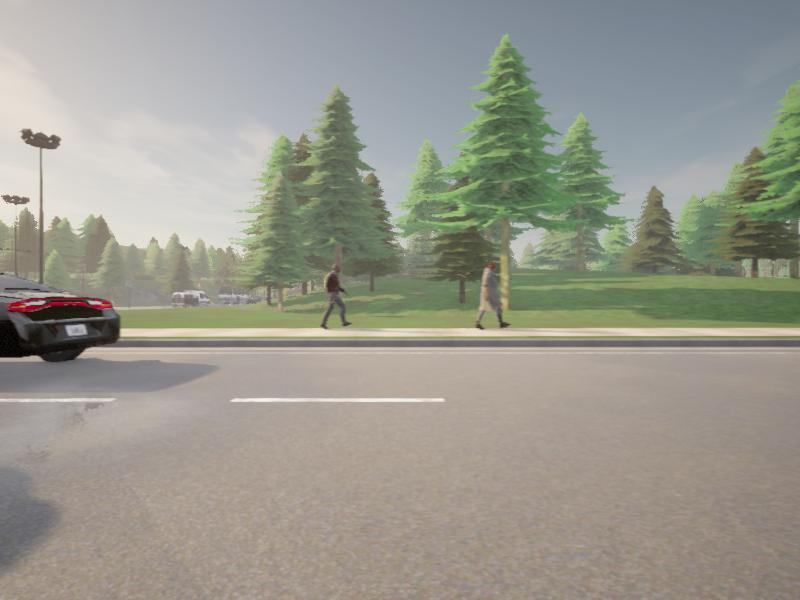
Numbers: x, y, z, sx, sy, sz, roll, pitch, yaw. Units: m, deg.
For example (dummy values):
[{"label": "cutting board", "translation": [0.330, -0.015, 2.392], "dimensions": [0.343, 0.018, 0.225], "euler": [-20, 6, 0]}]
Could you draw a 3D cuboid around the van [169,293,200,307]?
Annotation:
[{"label": "van", "translation": [-30.992, -0.007, 57.779], "dimensions": [2.069, 2.038, 4.480], "euler": [0, 0, 1]}]

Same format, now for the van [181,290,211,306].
[{"label": "van", "translation": [-34.364, -0.274, 67.682], "dimensions": [1.988, 2.561, 5.915], "euler": [0, 0, 1]}]

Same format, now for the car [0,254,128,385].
[{"label": "car", "translation": [-7.042, 0.232, 5.681], "dimensions": [4.974, 1.542, 2.038], "euler": [0, 0, 0]}]

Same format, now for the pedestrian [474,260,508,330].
[{"label": "pedestrian", "translation": [2.465, -0.129, 10.923], "dimensions": [0.751, 1.860, 0.751], "euler": [0, 0, 1]}]

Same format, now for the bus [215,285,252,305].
[{"label": "bus", "translation": [-37.697, -1.111, 91.186], "dimensions": [3.944, 4.253, 10.273], "euler": [0, 0, 1]}]

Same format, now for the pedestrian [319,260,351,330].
[{"label": "pedestrian", "translation": [-1.768, -0.125, 10.975], "dimensions": [0.751, 1.860, 0.751], "euler": [0, 0, 0]}]
